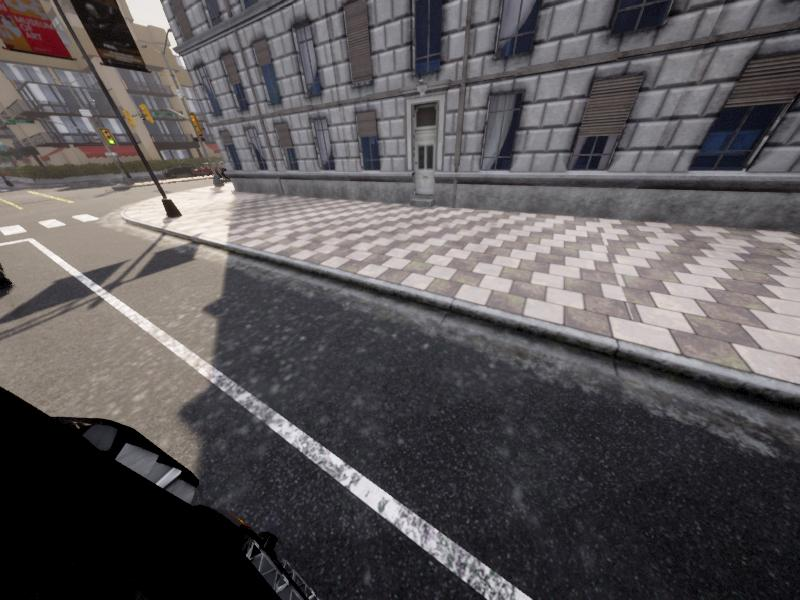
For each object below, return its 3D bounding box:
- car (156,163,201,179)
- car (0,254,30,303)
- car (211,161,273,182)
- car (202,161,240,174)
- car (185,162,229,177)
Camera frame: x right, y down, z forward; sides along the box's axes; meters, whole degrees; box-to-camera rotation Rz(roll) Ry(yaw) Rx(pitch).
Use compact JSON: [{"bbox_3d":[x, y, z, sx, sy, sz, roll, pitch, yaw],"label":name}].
[{"bbox_3d":[-29.914,-17.576,31.337,1.789,1.549,3.705,16,38,26],"label":"car"},{"bbox_3d":[-10.340,-0.918,4.665,4.856,1.649,2.033,16,38,25],"label":"car"},{"bbox_3d":[-16.859,-13.950,24.900,2.128,1.511,4.902,16,38,26],"label":"car"},{"bbox_3d":[-27.194,-20.242,35.211,1.970,1.475,3.806,16,38,26],"label":"car"},{"bbox_3d":[-25.918,-17.643,31.199,1.970,1.475,3.806,16,38,26],"label":"car"}]
